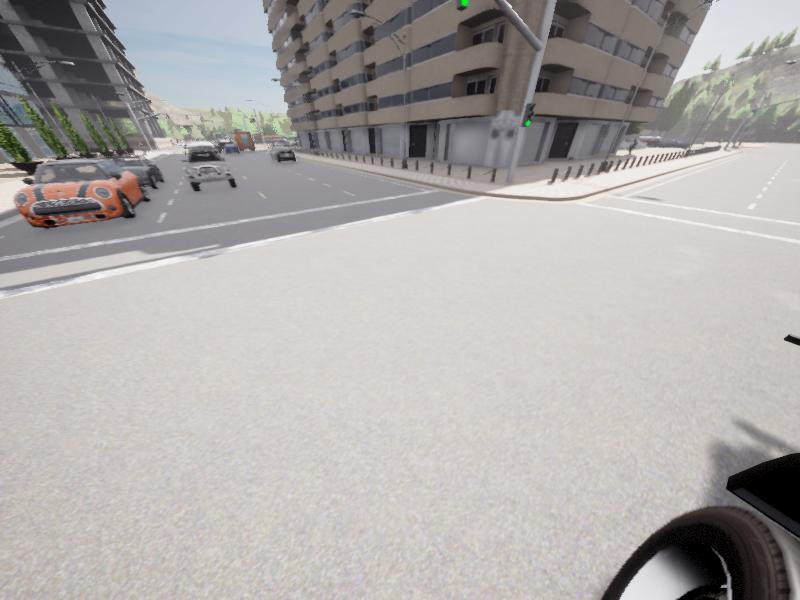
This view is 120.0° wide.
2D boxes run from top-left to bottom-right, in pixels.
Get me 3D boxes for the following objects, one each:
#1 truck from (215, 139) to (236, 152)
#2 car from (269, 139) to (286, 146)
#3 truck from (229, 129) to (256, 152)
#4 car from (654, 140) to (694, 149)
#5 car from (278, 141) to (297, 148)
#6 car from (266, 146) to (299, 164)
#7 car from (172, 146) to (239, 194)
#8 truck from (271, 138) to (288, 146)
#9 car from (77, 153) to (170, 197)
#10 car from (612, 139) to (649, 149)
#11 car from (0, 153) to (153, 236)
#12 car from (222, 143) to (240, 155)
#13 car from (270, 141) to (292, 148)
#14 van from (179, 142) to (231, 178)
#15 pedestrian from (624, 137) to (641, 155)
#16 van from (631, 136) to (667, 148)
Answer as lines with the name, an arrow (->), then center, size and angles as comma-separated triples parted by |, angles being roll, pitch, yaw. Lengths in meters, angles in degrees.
truck -> -36.427, -32.222, 48.183 | 2.390, 2.098, 6.274 | -23, 41, -29
car -> -44.002, -56.710, 83.016 | 4.605, 1.855, 1.932 | -22, 41, -28
truck -> -34.059, -34.496, 49.881 | 2.891, 3.827, 8.468 | -23, 41, -29
car -> 53.436, -30.420, 45.198 | 1.812, 1.442, 4.674 | -21, 40, -27
car -> -34.694, -48.262, 71.491 | 4.611, 1.667, 2.242 | -22, 41, -28
car -> -13.455, -16.605, 26.296 | 2.163, 1.488, 4.792 | -22, 41, -27
car -> -10.657, -7.356, 12.802 | 1.932, 1.855, 4.605 | -22, 41, -27
truck -> -42.286, -55.453, 81.049 | 4.478, 2.038, 2.069 | -22, 41, -28
car -> -14.811, -7.099, 12.807 | 2.128, 1.511, 4.902 | -22, 40, -27
car -> 49.579, -33.699, 49.739 | 2.152, 1.651, 5.027 | -22, 41, -28
car -> -10.873, -3.936, 8.029 | 2.097, 1.767, 4.553 | -22, 40, -27
car -> -29.598, -26.441, 40.391 | 1.882, 1.535, 5.008 | -22, 41, -28
car -> -33.603, -43.799, 65.101 | 4.974, 1.542, 2.038 | -22, 41, -28
van -> -14.517, -10.619, 17.335 | 2.069, 2.038, 4.480 | -22, 41, -28
pedestrian -> 29.638, -19.549, 29.400 | 0.751, 1.860, 0.751 | -29, 44, -34
van -> 53.624, -34.074, 49.858 | 2.069, 2.038, 4.480 | -22, 41, -28
